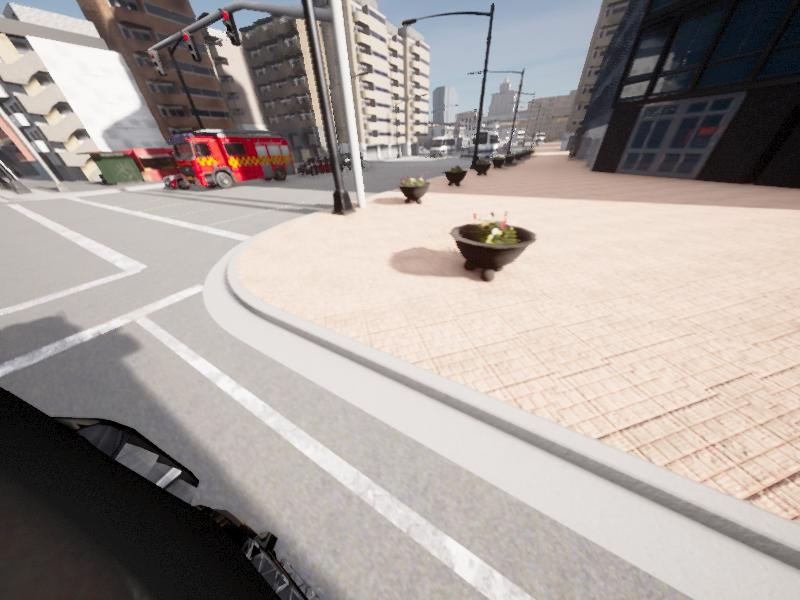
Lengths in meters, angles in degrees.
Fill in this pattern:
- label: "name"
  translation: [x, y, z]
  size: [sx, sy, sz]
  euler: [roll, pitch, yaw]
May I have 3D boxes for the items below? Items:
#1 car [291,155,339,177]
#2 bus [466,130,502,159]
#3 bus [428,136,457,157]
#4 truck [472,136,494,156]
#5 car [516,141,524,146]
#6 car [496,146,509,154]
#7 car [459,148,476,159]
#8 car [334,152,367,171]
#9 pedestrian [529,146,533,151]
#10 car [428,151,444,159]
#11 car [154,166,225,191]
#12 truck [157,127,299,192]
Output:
- label: "car"
  translation: [-9.402, -15.092, 25.897]
  size: [2.097, 1.767, 4.553]
  euler: [16, 37, 25]
- label: "bus"
  translation: [16.858, -30.823, 45.935]
  size: [3.944, 4.253, 10.273]
  euler: [16, 37, 26]
- label: "bus"
  translation: [11.521, -40.824, 61.467]
  size: [3.944, 4.253, 10.273]
  euler: [16, 38, 26]
- label: "truck"
  translation: [20.599, -38.167, 57.176]
  size: [2.891, 3.827, 8.468]
  euler: [16, 38, 26]
- label: "car"
  translation: [45.461, -59.217, 87.364]
  size: [2.007, 1.525, 4.514]
  euler: [16, 39, 26]
- label: "car"
  translation: [27.183, -39.871, 61.389]
  size: [2.152, 1.651, 5.027]
  euler: [16, 39, 26]
- label: "car"
  translation: [14.250, -30.826, 48.514]
  size: [2.033, 1.649, 4.856]
  euler: [16, 37, 26]
- label: "car"
  translation: [-6.374, -18.196, 30.347]
  size: [1.905, 1.878, 3.866]
  euler: [15, 37, 25]
- label: "pedestrian"
  translation: [33.147, -38.394, 58.617]
  size: [0.500, 1.100, 0.500]
  euler: [-29, 42, -33]
- label: "car"
  translation: [8.009, -32.259, 51.364]
  size: [1.994, 1.385, 4.181]
  euler: [16, 37, 26]
- label: "car"
  translation: [-17.776, -10.472, 19.744]
  size: [1.970, 1.475, 3.806]
  euler: [16, 38, 26]
- label: "truck"
  translation: [-13.477, -11.924, 19.511]
  size: [2.891, 3.827, 8.468]
  euler: [16, 37, 25]
